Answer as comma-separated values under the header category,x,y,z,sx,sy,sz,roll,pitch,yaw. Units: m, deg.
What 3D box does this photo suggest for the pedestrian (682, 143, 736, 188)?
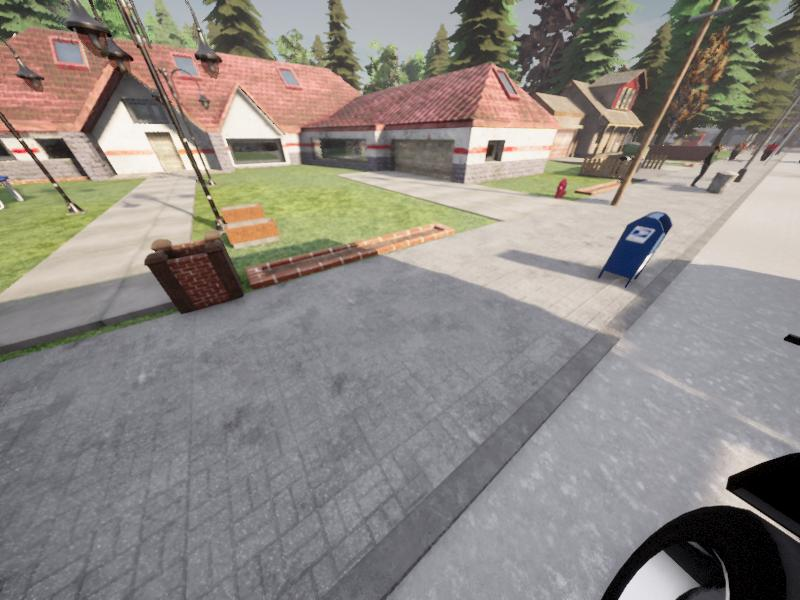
category,x,y,z,sx,sy,sz,roll,pitch,yaw
pedestrian,15.257,-6.663,11.483,0.751,1.860,0.751,26,43,32

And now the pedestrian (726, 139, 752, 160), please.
category,x,y,z,sx,sy,sz,roll,pitch,yaw
pedestrian,36.722,-16.264,25.033,0.751,1.860,0.751,-22,41,-28

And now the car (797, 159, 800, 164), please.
category,x,y,z,sx,sy,sz,roll,pitch,yaw
car,42.083,-14.533,23.134,4.193,1.474,1.816,-22,41,-28

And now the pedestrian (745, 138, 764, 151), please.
category,x,y,z,sx,sy,sz,roll,pitch,yaw
pedestrian,61.419,-26.888,40.027,0.751,1.860,0.751,21,40,27

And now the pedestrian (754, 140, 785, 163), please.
category,x,y,z,sx,sy,sz,roll,pitch,yaw
pedestrian,36.104,-14.544,22.602,0.751,1.860,0.751,-19,39,-25

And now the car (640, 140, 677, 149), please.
category,x,y,z,sx,sy,sz,roll,pitch,yaw
car,58.203,-35.102,52.073,2.152,1.651,5.027,-22,41,-28

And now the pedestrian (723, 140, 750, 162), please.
category,x,y,z,sx,sy,sz,roll,pitch,yaw
pedestrian,34.713,-15.434,23.861,0.751,1.860,0.751,-22,41,-28

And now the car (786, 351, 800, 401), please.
category,x,y,z,sx,sy,sz,roll,pitch,yaw
car,6.604,0.113,2.245,4.605,1.855,1.932,-17,38,-26
